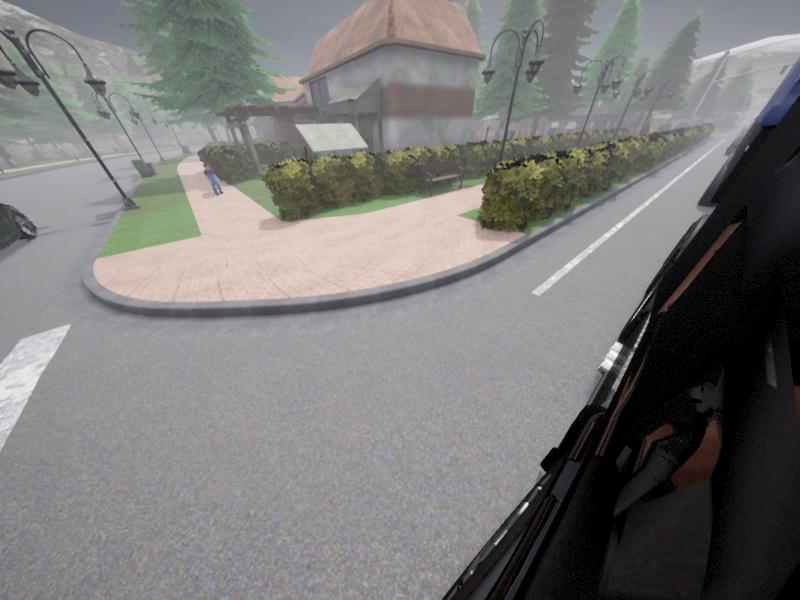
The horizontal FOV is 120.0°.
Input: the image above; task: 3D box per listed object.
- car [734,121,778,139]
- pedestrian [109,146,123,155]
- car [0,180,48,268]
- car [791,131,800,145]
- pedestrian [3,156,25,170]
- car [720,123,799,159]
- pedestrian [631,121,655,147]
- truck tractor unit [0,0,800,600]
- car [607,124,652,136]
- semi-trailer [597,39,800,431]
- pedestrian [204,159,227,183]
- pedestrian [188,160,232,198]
[{"bbox_3d":[40.675,-19.455,26.465,4.902,1.511,2.128,-27,43,-30],"label":"car"},{"bbox_3d":[-49.559,-26.142,40.316,0.751,1.300,0.751,-10,37,-10],"label":"pedestrian"},{"bbox_3d":[-10.796,-1.543,5.004,2.097,1.767,4.553,-27,43,-30],"label":"car"},{"bbox_3d":[36.031,-14.315,19.786,4.892,1.490,1.837,-28,43,-30],"label":"car"},{"bbox_3d":[-39.423,-14.012,23.598,0.500,1.100,0.500,-25,42,-28],"label":"pedestrian"},{"bbox_3d":[23.476,-10.536,15.226,4.856,1.649,2.033,-28,43,-30],"label":"car"},{"bbox_3d":[21.579,-14.749,20.516,0.751,1.860,0.751,24,44,31],"label":"pedestrian"},{"bbox_3d":[2.645,-0.295,0.352,6.516,4.208,3.053,-28,44,-30],"label":"truck tractor unit"},{"bbox_3d":[40.877,-30.330,41.276,1.930,1.638,5.238,-25,43,-28],"label":"car"},{"bbox_3d":[8.725,-3.559,4.243,14.254,4.402,2.717,-28,43,-30],"label":"semi-trailer"},{"bbox_3d":[-10.333,-7.240,12.951,0.500,1.100,0.500,26,45,32],"label":"pedestrian"},{"bbox_3d":[-8.111,-5.205,9.923,0.751,1.300,0.751,17,41,24],"label":"pedestrian"}]
